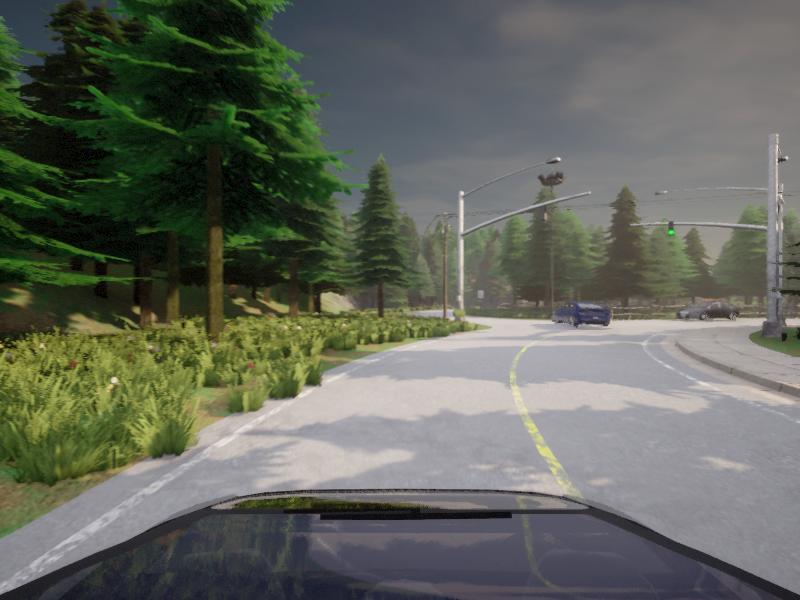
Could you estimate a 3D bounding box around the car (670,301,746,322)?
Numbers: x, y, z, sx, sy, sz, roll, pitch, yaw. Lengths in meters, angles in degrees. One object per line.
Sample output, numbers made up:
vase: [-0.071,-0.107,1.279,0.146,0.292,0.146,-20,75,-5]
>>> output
car: [23.665,0.870,30.789,4.902,1.511,2.128,0,0,-16]

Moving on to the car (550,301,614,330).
car: [11.118,0.853,24.854,1.882,1.535,5.008,1,0,3]
